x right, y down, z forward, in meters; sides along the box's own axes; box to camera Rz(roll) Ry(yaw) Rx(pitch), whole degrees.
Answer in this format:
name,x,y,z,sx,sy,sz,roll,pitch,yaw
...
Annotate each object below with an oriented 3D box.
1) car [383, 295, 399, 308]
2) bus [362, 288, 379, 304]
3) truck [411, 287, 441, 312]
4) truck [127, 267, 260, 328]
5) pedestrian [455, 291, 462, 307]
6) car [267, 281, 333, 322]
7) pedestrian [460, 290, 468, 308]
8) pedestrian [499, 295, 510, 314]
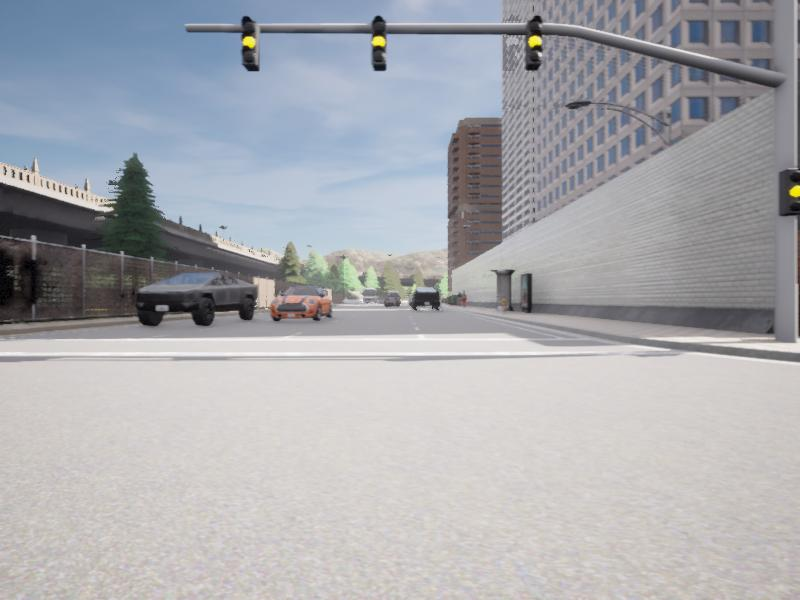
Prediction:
name,x,y,z,sx,sy,sz,roll,pitch,yaw
car,-1.130,0.184,53.500,2.033,1.649,4.856,0,0,0
bus,-7.879,-1.094,108.720,3.944,4.253,10.273,0,0,0
truck,2.343,-0.063,37.578,2.390,2.098,6.274,0,0,0
truck,-8.202,-0.069,16.905,2.390,2.098,6.274,0,0,0
pedestrian,6.856,-0.119,46.563,0.751,1.860,0.751,0,0,5
car,-4.696,0.083,19.539,2.097,1.767,4.553,0,0,0
pedestrian,6.698,-0.122,41.746,0.751,1.860,0.751,0,0,12
pedestrian,6.160,0.247,23.644,0.500,1.100,0.500,0,0,-2
